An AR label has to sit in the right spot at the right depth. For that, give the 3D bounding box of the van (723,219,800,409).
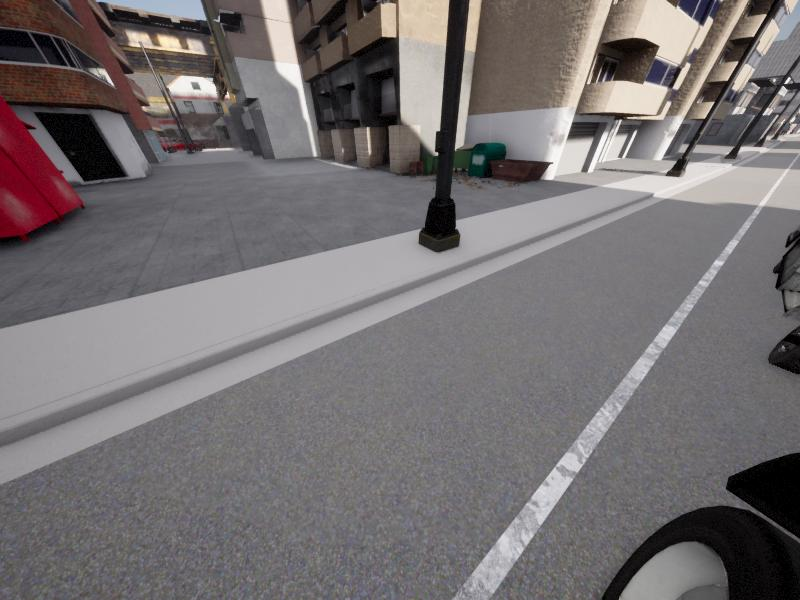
[{"bbox_3d":[7.035,-0.623,2.656,6.366,2.431,2.351,-22,40,-27],"label":"van"}]

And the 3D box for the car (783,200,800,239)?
[{"bbox_3d":[13.143,-2.683,6.323,4.902,1.511,2.128,-22,40,-27],"label":"car"}]

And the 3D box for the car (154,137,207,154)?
[{"bbox_3d":[-34.040,-24.206,36.163,5.566,2.045,2.150,-22,41,-27],"label":"car"}]
